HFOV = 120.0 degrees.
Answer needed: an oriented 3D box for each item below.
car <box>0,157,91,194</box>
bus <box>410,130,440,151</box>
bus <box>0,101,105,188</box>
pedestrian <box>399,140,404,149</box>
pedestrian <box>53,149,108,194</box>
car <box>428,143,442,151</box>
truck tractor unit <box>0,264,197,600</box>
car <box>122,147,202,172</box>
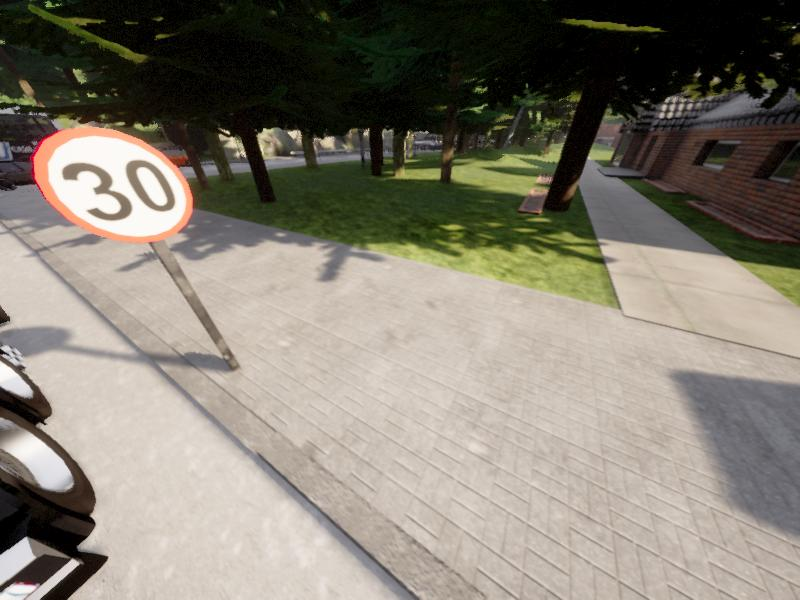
[{"bbox_3d":[-22.601,-7.378,13.576,2.033,1.411,5.357,-2,35,-2],"label":"car"},{"bbox_3d":[6.792,-43.402,62.937,3.944,4.253,10.273,18,39,24],"label":"bus"},{"bbox_3d":[-25.987,-8.717,13.034,3.944,4.253,10.273,6,35,9],"label":"bus"},{"bbox_3d":[0.350,-38.917,57.931,0.751,1.860,0.751,-28,43,-33],"label":"pedestrian"},{"bbox_3d":[-15.767,-6.378,11.447,0.751,1.860,0.751,21,40,28],"label":"pedestrian"},{"bbox_3d":[9.203,-40.240,60.752,1.837,1.490,4.892,18,39,24],"label":"car"},{"bbox_3d":[-5.111,-0.300,0.780,6.516,4.208,3.053,18,39,24],"label":"truck tractor unit"},{"bbox_3d":[-22.310,-13.455,21.948,2.097,1.767,4.553,17,39,24],"label":"car"}]
